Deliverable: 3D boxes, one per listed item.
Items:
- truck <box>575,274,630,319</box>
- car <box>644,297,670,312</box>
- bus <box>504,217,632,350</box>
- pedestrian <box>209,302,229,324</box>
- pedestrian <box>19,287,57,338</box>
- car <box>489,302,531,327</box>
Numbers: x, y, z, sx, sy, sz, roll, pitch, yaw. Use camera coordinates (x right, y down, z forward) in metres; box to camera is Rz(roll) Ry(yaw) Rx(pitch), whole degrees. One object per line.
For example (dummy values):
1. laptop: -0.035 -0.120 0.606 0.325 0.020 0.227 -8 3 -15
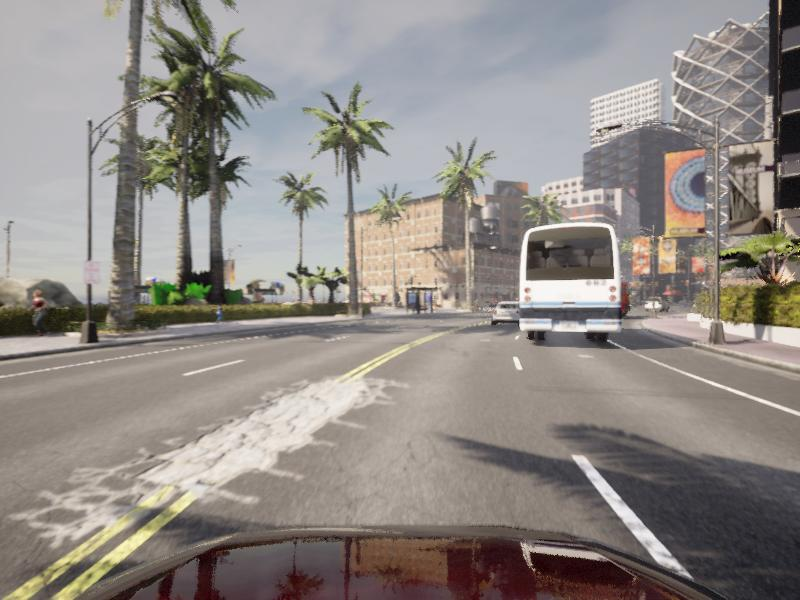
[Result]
1. truck: 19.529 -0.281 38.182 2.891 3.827 8.468 0 0 40
2. car: 36.241 0.638 56.362 2.150 2.045 5.566 0 0 43
3. bus: 7.290 -0.517 18.285 3.944 4.253 10.273 0 0 20
4. pedestrian: -10.833 0.752 23.944 0.751 1.300 0.751 0 0 24
5. pedestrian: -13.719 0.466 15.169 0.751 1.860 0.751 0 0 10
6. car: 7.272 0.870 26.180 1.970 1.475 3.806 0 0 26
